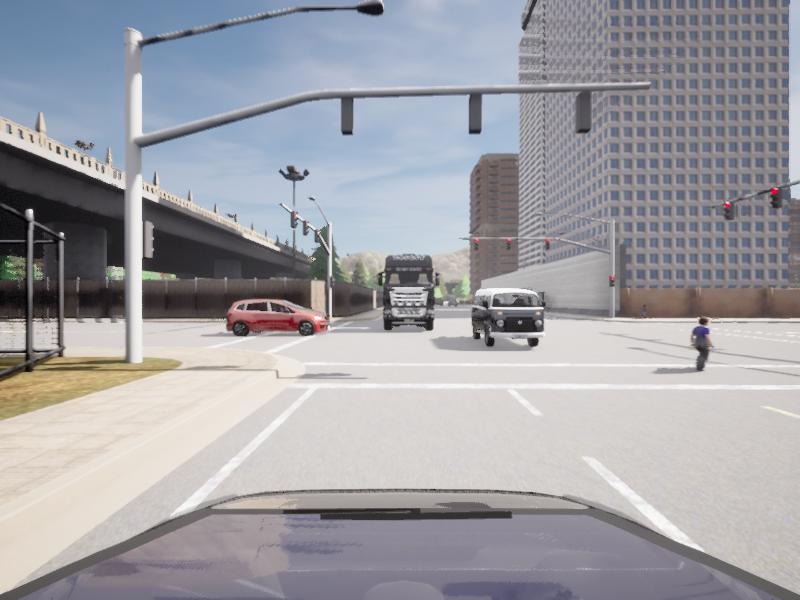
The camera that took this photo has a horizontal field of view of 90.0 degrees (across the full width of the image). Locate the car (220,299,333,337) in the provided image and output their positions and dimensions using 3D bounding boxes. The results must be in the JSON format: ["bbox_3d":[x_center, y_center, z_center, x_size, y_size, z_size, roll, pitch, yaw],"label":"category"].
[{"bbox_3d":[-5.633,0.797,18.763,4.611,1.667,2.242,0,0,1],"label":"car"}]

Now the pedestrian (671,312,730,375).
[{"bbox_3d":[6.667,0.926,8.910,0.751,1.300,0.751,0,0,-13],"label":"pedestrian"}]

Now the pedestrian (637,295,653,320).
[{"bbox_3d":[18.569,0.531,30.367,0.751,1.860,0.751,0,0,-4],"label":"pedestrian"}]

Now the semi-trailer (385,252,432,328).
[{"bbox_3d":[0.633,-0.619,30.480,2.717,4.402,14.254,0,0,1],"label":"semi-trailer"}]

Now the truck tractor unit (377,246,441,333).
[{"bbox_3d":[0.494,-0.502,22.573,3.053,4.208,6.516,0,0,1],"label":"truck tractor unit"}]

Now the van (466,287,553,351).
[{"bbox_3d":[3.833,0.596,14.874,2.069,2.038,4.480,0,0,1],"label":"van"}]

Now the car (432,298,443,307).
[{"bbox_3d":[8.791,0.545,93.083,2.150,2.045,5.566,0,0,1],"label":"car"}]
